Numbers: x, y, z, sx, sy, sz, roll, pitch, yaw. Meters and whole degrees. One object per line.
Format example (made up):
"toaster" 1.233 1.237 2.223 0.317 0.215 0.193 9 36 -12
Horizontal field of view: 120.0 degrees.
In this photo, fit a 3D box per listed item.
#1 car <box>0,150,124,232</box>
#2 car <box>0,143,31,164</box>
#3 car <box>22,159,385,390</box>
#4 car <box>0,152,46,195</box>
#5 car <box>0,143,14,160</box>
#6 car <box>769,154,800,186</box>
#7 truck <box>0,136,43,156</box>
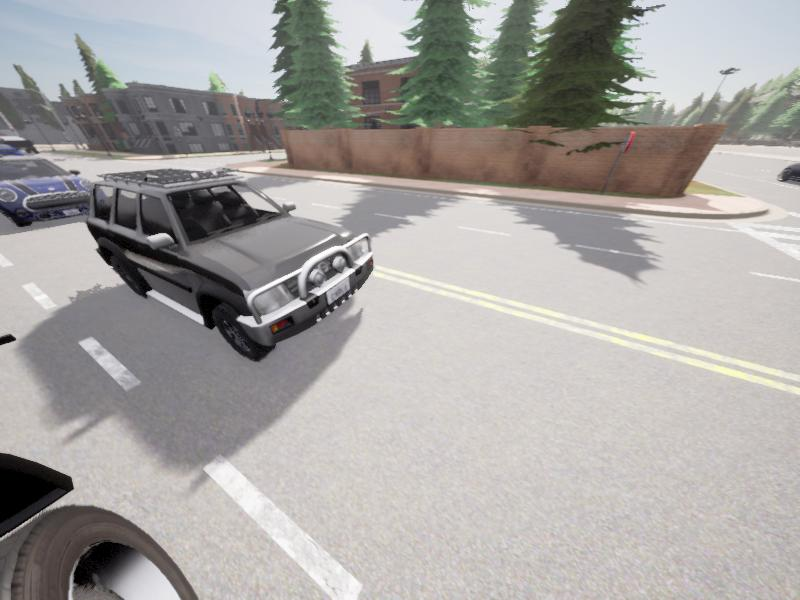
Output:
"car" -12.085 -3.805 7.633 4.553 1.767 2.097 17 39 23
"car" -39.539 -14.600 22.935 5.008 1.535 1.882 17 39 23
"car" -2.738 -0.913 3.528 4.605 1.855 1.932 17 39 23
"car" -20.146 -6.220 11.233 4.514 1.525 2.007 17 39 23
"car" -45.804 -16.543 25.682 4.892 1.490 1.837 17 39 23
"car" 23.275 -6.845 12.357 1.994 1.385 4.181 18 39 23
"truck" -53.127 -21.389 31.943 6.274 2.098 2.390 17 39 23
